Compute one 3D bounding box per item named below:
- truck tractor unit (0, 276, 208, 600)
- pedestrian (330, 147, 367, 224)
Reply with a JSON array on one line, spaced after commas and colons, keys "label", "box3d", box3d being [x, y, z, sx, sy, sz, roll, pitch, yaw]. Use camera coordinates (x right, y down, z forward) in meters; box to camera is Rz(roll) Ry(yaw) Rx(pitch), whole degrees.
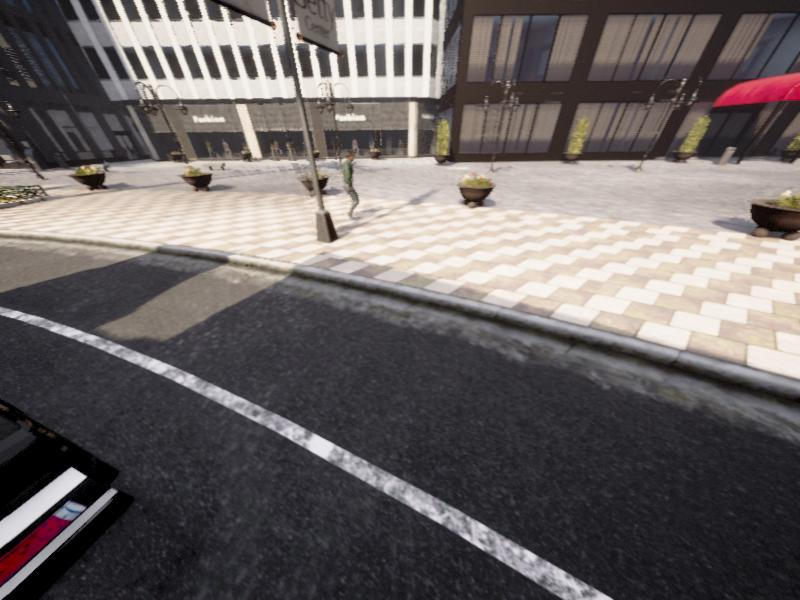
[{"label": "truck tractor unit", "box3d": [-5.274, -0.092, 0.507, 6.516, 4.208, 3.053, 11, 37, 16]}, {"label": "pedestrian", "box3d": [-1.422, -3.278, 6.678, 0.751, 1.860, 0.751, -4, 35, -5]}]
